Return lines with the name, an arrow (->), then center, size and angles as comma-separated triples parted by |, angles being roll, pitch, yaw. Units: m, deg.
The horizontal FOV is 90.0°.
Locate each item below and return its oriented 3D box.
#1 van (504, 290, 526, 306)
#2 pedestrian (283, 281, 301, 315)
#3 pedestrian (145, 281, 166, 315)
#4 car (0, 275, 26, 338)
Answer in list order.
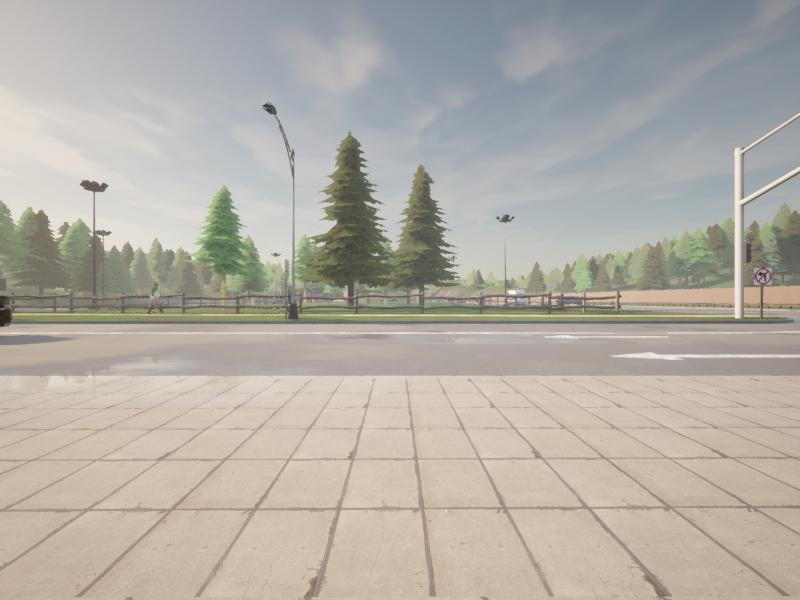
van -> 19.236, -0.281, 67.110 | 1.988, 2.561, 5.915 | 0, 0, -1
pedestrian -> -5.972, -0.115, 22.203 | 0.751, 1.860, 0.751 | 0, 0, 4
pedestrian -> -13.961, -0.115, 22.834 | 0.751, 1.860, 0.751 | 0, 0, 3
car -> -13.033, 0.171, 10.176 | 5.238, 1.638, 1.930 | 0, 0, 0
